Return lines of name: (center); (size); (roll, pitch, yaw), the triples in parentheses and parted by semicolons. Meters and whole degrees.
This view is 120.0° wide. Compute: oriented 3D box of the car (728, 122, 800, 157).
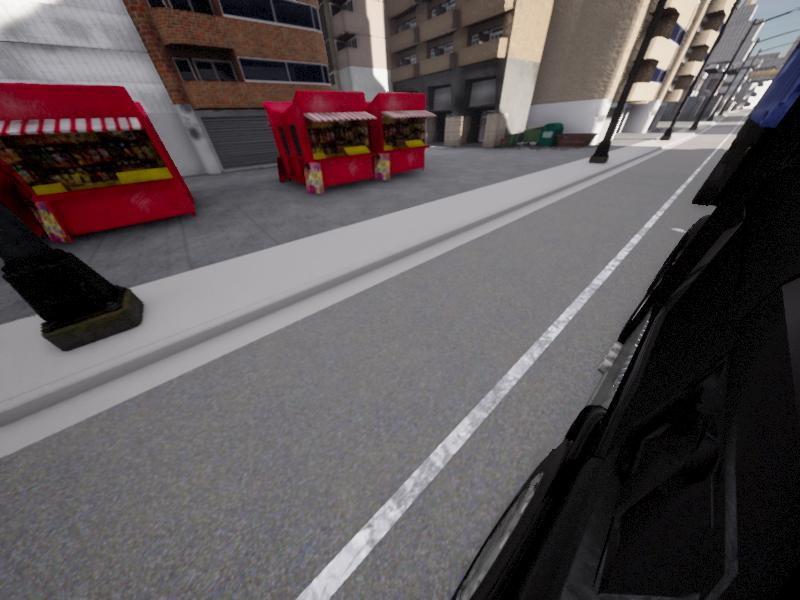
car: (23.233, -10.266, 14.677); (4.902, 1.511, 2.128); (-28, 44, -30)

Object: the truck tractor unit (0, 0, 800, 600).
truck tractor unit: (2.645, -0.295, 0.351); (6.516, 4.208, 3.053); (-28, 44, -30)

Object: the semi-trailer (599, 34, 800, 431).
semi-trailer: (8.651, -3.635, 4.275); (14.254, 4.402, 2.717); (-29, 44, -30)

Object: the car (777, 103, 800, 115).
car: (78.481, -38.449, 46.455); (4.611, 1.667, 2.242); (-30, 44, -29)

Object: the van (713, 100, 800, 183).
van: (16.427, -6.975, 9.935); (6.366, 2.431, 2.351); (-28, 44, -30)
